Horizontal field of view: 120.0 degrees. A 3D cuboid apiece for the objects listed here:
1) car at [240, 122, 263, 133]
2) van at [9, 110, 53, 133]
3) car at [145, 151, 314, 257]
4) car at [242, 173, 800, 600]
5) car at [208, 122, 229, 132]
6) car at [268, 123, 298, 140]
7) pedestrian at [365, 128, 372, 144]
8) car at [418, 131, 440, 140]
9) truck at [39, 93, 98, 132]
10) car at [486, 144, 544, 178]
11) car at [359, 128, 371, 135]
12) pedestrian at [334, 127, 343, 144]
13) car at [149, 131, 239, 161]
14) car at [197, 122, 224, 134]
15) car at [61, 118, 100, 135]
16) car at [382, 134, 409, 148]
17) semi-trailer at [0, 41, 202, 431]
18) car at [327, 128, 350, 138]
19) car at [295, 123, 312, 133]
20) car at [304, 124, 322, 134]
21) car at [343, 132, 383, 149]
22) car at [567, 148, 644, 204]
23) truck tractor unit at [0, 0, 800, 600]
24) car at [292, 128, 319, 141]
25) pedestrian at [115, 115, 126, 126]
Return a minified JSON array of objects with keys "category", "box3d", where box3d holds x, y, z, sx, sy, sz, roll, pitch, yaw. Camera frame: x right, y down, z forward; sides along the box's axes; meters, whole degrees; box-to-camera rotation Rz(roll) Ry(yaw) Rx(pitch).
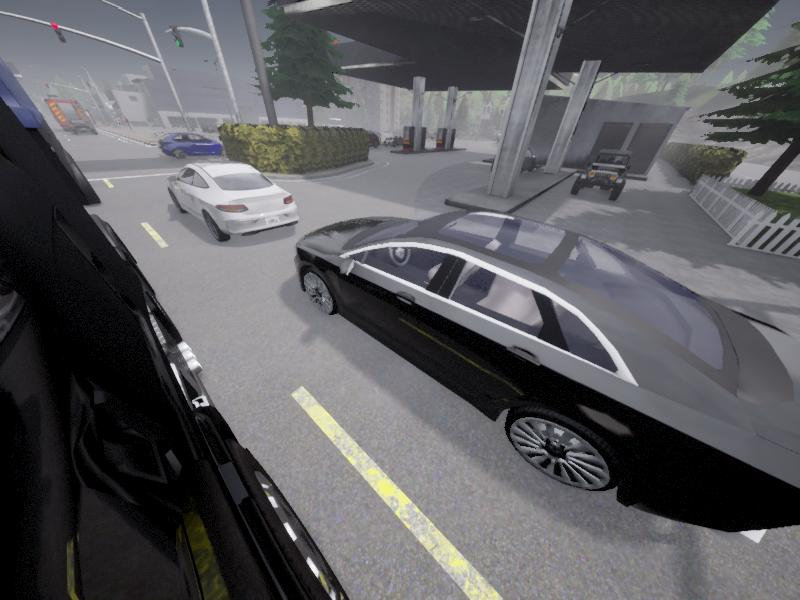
[{"category":"car","box3d":[-32.559,-37.774,50.520,5.027,1.636,2.152,28,43,29]},{"category":"van","box3d":[-44.955,-21.826,28.241,4.480,2.038,2.069,28,44,30]},{"category":"car","box3d":[-4.554,-2.836,6.095,4.674,1.442,1.812,28,43,29]},{"category":"car","box3d":[0.629,-0.192,2.677,4.902,1.511,2.128,28,44,30]},{"category":"car","box3d":[-36.405,-34.742,46.359,3.806,1.475,1.970,28,43,29]},{"category":"car","box3d":[-17.224,-24.746,33.966,3.866,1.878,1.905,28,43,29]},{"category":"pedestrian","box3d":[-4.770,-24.775,34.900,0.751,1.860,0.751,28,44,30]},{"category":"car","box3d":[7.160,-40.933,57.550,5.027,1.636,2.152,28,43,29]},{"category":"truck","box3d":[-45.902,-25.799,31.998,8.468,3.827,2.891,28,44,30]},{"category":"car","box3d":[8.573,-10.384,17.092,2.242,1.667,4.611,28,43,29]},{"category":"car","box3d":[-10.920,-52.868,72.416,3.633,1.501,1.845,28,43,29]},{"category":"pedestrian","box3d":[-8.324,-22.265,31.323,0.751,1.860,0.751,27,43,29]},{"category":"car","box3d":[-14.216,-10.841,16.228,1.816,1.474,4.193,29,43,29]},{"category":"car","box3d":[-33.319,-30.209,40.611,4.514,1.523,2.007,28,43,29]},{"category":"car","box3d":[-39.104,-21.250,28.267,4.974,1.542,2.038,28,44,30]},{"category":"car","box3d":[-0.616,-23.402,33.946,1.970,1.475,3.806,28,44,30]},{"category":"semi-trailer","box3d":[-8.713,-3.598,4.209,14.254,4.402,2.717,28,44,30]},{"category":"car","box3d":[-12.701,-34.435,47.560,4.514,1.523,2.007,28,43,29]},{"category":"car","box3d":[-24.399,-43.492,58.546,3.866,1.878,1.905,28,43,29]},{"category":"car","box3d":[-22.864,-44.928,60.595,4.605,1.855,1.932,28,43,29]},{"category":"car","box3d":[-4.673,-20.682,29.929,2.033,1.649,4.856,28,44,30]},{"category":"car","box3d":[10.171,-6.302,11.463,1.905,1.878,3.866,28,43,29]},{"category":"truck tractor unit","box3d":[-2.645,-0.295,0.351,6.516,4.208,3.053,28,44,30]},{"category":"car","box3d":[-14.644,-25.741,35.932,3.806,1.475,1.970,28,43,29]},{"category":"pedestrian","box3d":[-61.646,-39.491,50.920,0.751,1.860,0.751,-27,46,-34]}]
